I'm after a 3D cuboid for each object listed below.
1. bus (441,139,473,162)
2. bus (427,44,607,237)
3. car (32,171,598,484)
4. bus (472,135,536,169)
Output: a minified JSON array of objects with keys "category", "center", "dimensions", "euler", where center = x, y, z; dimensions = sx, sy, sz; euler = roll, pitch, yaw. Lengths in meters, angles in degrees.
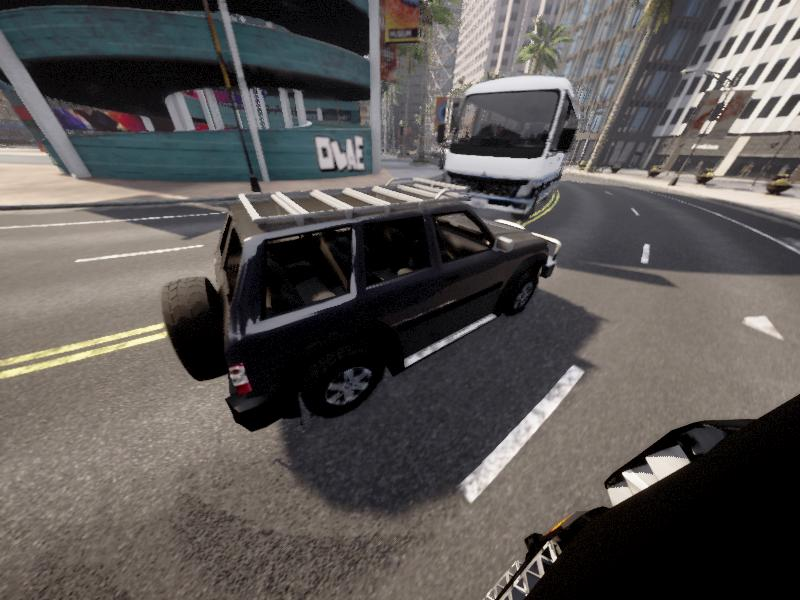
[{"category":"bus","center":[13.687,-36.952,57.004],"dimensions":[3.944,4.253,10.273],"euler":[-2,34,-7]},{"category":"bus","center":[5.750,-6.685,10.617],"dimensions":[3.944,4.253,10.273],"euler":[24,39,28]},{"category":"car","center":[0.118,-0.501,3.037],"dimensions":[4.605,1.855,1.932],"euler":[-20,40,-30]},{"category":"bus","center":[17.155,-25.298,39.563],"dimensions":[3.944,4.253,10.273],"euler":[-7,34,-14]}]
